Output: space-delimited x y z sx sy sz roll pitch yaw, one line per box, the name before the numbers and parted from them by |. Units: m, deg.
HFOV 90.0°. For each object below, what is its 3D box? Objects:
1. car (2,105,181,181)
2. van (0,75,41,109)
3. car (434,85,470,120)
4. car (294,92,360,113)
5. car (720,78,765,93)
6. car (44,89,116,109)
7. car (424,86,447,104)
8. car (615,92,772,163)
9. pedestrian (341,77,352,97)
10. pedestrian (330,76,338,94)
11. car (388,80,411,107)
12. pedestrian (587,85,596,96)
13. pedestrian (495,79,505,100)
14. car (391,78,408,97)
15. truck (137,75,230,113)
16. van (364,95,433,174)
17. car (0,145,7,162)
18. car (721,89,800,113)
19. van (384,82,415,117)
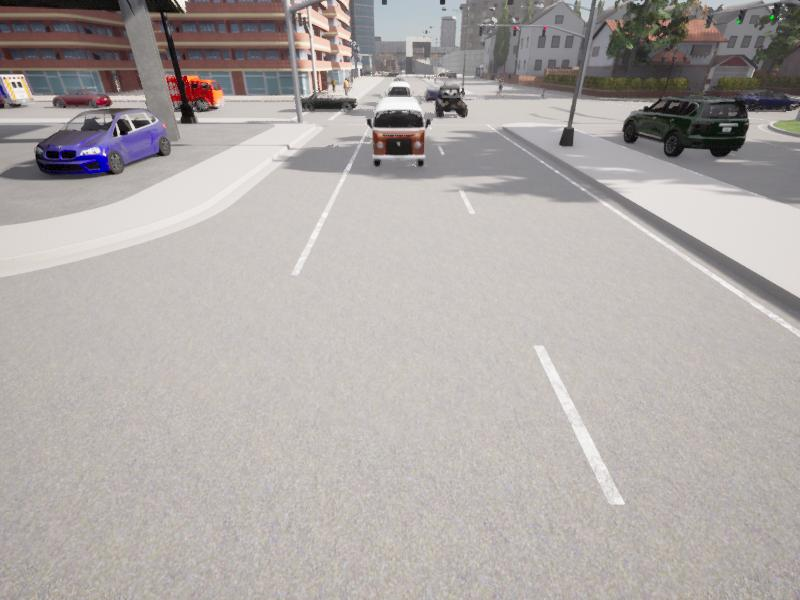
car | -9.740 -5.374 13.332 2.242 1.667 4.611 0 30 0
van | -34.633 -17.368 33.356 6.366 2.431 2.351 -1 30 -1
car | 3.447 -13.520 27.299 1.905 1.878 3.866 0 30 0
car | -5.602 -15.363 31.046 4.718 1.301 1.895 0 30 -1
car | 41.339 -25.995 48.399 1.970 1.475 3.806 0 30 0
car | -26.862 -16.976 33.736 4.181 1.385 1.994 0 30 0
car | 3.430 -20.190 39.313 1.895 1.301 4.718 0 30 0
car | 11.467 -7.246 16.400 2.150 2.045 5.566 0 30 0
pedestrian | -5.846 -23.161 43.492 0.751 1.860 0.751 26 39 37
pedestrian | -8.025 -26.079 48.458 0.751 1.860 0.751 -1 30 -1
car | -0.066 -18.770 36.291 1.932 1.855 4.605 0 32 0
pedestrian | 21.230 -23.169 44.277 0.500 1.100 0.500 -1 30 -2
pedestrian | 10.266 -21.669 41.238 0.751 1.860 0.751 4 30 6
car | -0.082 -24.802 46.639 1.932 1.855 4.605 0 30 0
truck | -16.364 -15.781 30.598 5.204 2.467 2.627 -1 30 -1
van | -0.042 -6.107 14.454 2.069 2.038 4.480 0 30 0
car | -15.484 -4.847 12.748 1.970 1.475 3.806 0 30 0
car | 28.265 -15.412 30.947 4.792 1.488 2.163 0 30 1
van | -0.053 -14.560 28.938 2.069 2.038 4.480 0 30 0
